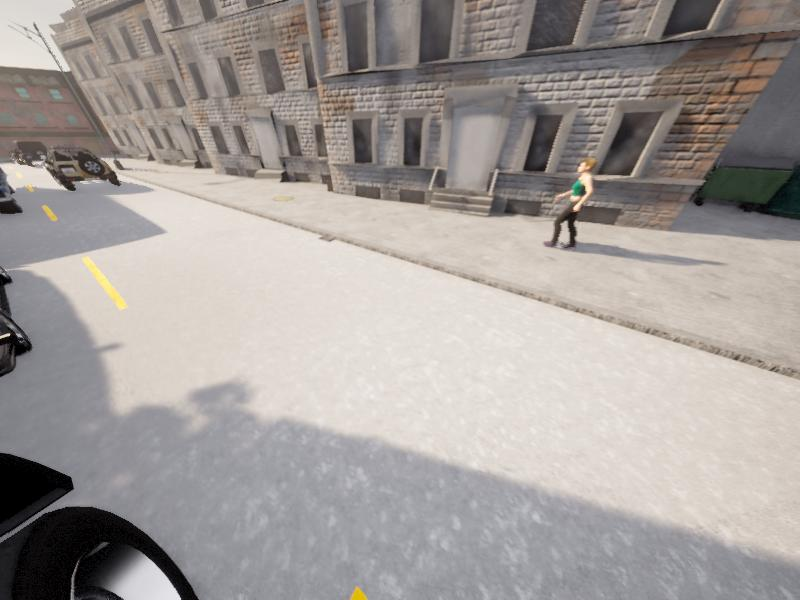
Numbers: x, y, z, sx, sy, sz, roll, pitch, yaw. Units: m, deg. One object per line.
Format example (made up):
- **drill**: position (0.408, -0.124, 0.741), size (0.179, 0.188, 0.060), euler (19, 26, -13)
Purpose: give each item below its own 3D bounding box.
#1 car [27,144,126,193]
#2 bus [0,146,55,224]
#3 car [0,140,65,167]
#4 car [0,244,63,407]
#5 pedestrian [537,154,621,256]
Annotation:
- **car**: position (-17.086, -7.093, 12.211), size (4.605, 1.855, 1.932), euler (22, 40, 27)
- **bus**: position (-17.101, -5.392, 7.738), size (10.273, 4.253, 3.944), euler (22, 41, 28)
- **car**: position (-32.936, -13.141, 20.663), size (3.866, 1.878, 1.905), euler (16, 38, 21)
- **car**: position (-6.636, -0.059, 2.741), size (5.357, 1.411, 2.033), euler (21, 40, 27)
- **pedestrian**: position (3.736, -2.028, 4.984), size (0.751, 1.860, 0.751), euler (20, 40, 26)
